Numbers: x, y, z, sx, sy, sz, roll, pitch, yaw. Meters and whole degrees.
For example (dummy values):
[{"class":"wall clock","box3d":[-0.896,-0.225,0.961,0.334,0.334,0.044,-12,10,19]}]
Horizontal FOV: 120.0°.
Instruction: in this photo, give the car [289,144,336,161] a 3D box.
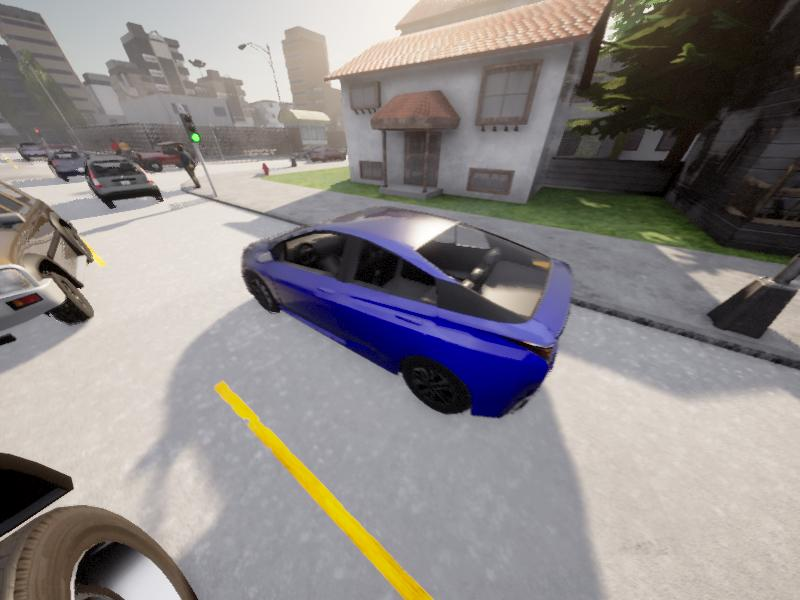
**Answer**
[{"class":"car","box3d":[-10.472,-17.935,28.018,2.128,1.511,4.902,22,40,27]}]

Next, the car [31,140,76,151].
[{"class":"car","box3d":[-62.743,-28.038,41.918,1.851,1.617,3.988,2,35,2]}]

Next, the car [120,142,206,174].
[{"class":"car","box3d":[-18.357,-11.276,18.171,1.905,1.878,3.866,18,39,24]}]

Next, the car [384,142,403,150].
[{"class":"car","box3d":[-1.481,-35.175,52.610,4.193,1.474,1.816,23,41,29]}]

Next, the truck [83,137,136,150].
[{"class":"truck","box3d":[-59.091,-32.022,47.178,2.390,2.098,6.274,22,40,27]}]

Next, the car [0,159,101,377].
[{"class":"car","box3d":[-6.379,-0.709,3.250,4.605,1.855,1.932,28,44,33]}]

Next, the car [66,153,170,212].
[{"class":"car","box3d":[-11.721,-5.047,9.615,3.988,1.617,1.851,25,42,31]}]

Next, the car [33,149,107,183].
[{"class":"car","box3d":[-20.763,-8.529,14.566,3.633,1.501,1.845,22,41,27]}]

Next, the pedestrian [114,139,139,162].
[{"class":"pedestrian","box3d":[-27.650,-15.138,23.381,0.751,1.860,0.751,21,40,26]}]

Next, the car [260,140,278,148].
[{"class":"car","box3d":[-31.014,-36.917,54.687,3.705,1.547,1.789,22,40,27]}]

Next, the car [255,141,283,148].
[{"class":"car","box3d":[-31.111,-37.009,54.941,2.033,1.415,5.357,22,40,27]}]

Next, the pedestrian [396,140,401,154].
[{"class":"pedestrian","box3d":[-0.223,-25.614,38.654,0.751,1.860,0.751,6,36,8]}]

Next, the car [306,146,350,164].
[{"class":"car","box3d":[-7.801,-16.006,25.421,1.994,1.385,4.181,21,40,26]}]

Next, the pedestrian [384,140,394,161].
[{"class":"pedestrian","box3d":[-1.209,-16.669,25.759,0.751,1.860,0.751,26,42,32]}]

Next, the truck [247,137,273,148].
[{"class":"truck","box3d":[-34.282,-38.642,56.698,2.069,2.038,4.478,22,40,27]}]

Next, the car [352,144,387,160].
[{"class":"car","box3d":[-3.857,-19.380,30.105,2.007,1.525,4.514,22,40,27]}]

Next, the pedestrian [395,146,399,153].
[{"class":"pedestrian","box3d":[-0.513,-25.699,39.436,0.500,1.100,0.500,3,35,4]}]

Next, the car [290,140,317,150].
[{"class":"car","box3d":[-19.932,-32.121,47.856,2.242,1.667,4.611,22,40,27]}]

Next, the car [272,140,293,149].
[{"class":"car","box3d":[-27.020,-35.717,53.027,1.845,1.501,3.633,22,40,27]}]

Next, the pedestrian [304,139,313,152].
[{"class":"pedestrian","box3d":[-16.064,-27.187,40.603,0.751,1.860,0.751,13,37,17]}]

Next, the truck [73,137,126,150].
[{"class":"truck","box3d":[-62.844,-32.962,48.486,2.390,2.098,6.274,22,40,27]}]

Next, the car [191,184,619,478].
[{"class":"car","box3d":[-0.352,-0.393,3.152,4.514,1.525,2.007,22,40,27]}]

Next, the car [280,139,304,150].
[{"class":"car","box3d":[-23.326,-33.737,49.944,1.905,1.878,3.866,22,40,27]}]

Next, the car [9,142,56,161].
[{"class":"car","box3d":[-42.026,-17.033,26.411,4.856,1.649,2.033,22,40,28]}]

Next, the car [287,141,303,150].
[{"class":"car","box3d":[-22.034,-32.447,48.484,1.481,1.379,2.207,22,40,27]}]

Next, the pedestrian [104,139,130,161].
[{"class":"pedestrian","box3d":[-29.111,-15.417,23.767,0.751,1.860,0.751,17,38,22]}]

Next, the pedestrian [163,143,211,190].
[{"class":"pedestrian","box3d":[-10.073,-6.341,11.024,0.751,1.860,0.751,3,35,4]}]
